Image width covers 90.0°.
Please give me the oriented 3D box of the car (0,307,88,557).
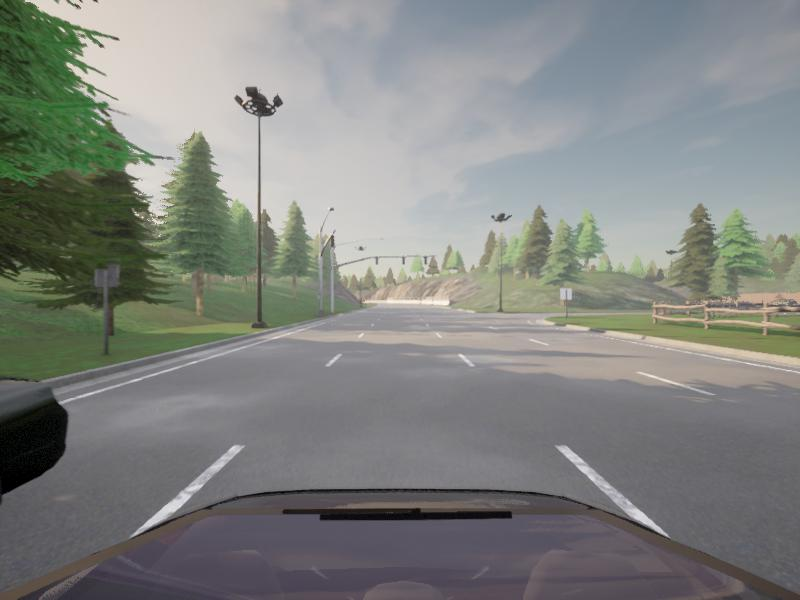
[{"bbox_3d":[-3.501,0.826,0.690,2.038,1.542,4.974,0,0,0],"label":"car"}]
